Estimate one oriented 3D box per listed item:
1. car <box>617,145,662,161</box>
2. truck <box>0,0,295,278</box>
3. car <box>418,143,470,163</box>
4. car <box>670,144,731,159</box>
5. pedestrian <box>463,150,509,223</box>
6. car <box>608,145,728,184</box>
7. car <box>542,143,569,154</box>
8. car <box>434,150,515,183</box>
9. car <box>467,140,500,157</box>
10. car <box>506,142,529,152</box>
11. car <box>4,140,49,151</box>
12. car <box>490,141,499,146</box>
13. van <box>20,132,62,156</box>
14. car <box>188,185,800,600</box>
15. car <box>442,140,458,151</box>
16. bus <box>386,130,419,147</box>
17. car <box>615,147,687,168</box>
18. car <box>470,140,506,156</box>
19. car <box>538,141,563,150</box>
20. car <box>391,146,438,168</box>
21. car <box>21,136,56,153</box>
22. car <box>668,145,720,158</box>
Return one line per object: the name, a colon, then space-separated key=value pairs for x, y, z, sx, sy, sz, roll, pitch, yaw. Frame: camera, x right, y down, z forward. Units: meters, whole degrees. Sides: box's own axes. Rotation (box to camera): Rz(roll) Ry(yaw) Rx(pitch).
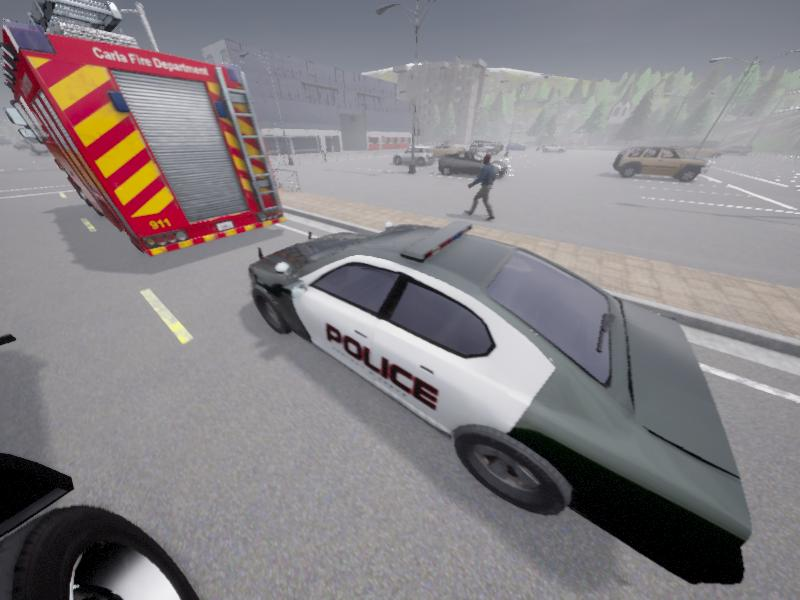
car: x=30.809 y=-19.010 z=29.842 sx=3.633 sy=1.501 sz=1.845 roll=23 pitch=41 yaw=28
truck: x=-7.153 y=-4.101 z=6.338 sx=8.468 sy=3.827 sz=2.891 roll=23 pitch=41 yaw=29
car: x=4.790 y=-16.382 z=25.601 sx=5.027 sy=1.636 sz=2.152 roll=23 pitch=41 yaw=28
car: x=43.976 y=-21.877 z=34.040 sx=5.027 sy=1.636 sz=2.152 roll=23 pitch=41 yaw=28
pedestrian: x=2.563 y=-3.434 z=7.025 sx=0.751 sy=1.860 sz=0.751 roll=22 pitch=41 yaw=27
car: x=17.018 y=-9.028 z=15.187 sx=4.605 sy=1.855 sz=1.932 roll=23 pitch=41 yaw=28
car: x=28.953 y=-28.282 z=43.080 sx=3.806 sy=1.475 sz=1.970 roll=23 pitch=41 yaw=28
car: x=4.838 y=-9.064 z=15.480 sx=4.514 sy=1.523 sz=2.007 roll=23 pitch=41 yaw=28
car: x=12.303 y=-22.384 z=34.041 sx=3.866 sy=1.878 sz=1.905 roll=23 pitch=41 yaw=28
car: x=24.697 y=-32.210 z=48.593 sx=3.633 sy=1.501 sz=1.845 roll=23 pitch=41 yaw=28
car: x=-67.492 y=-28.069 z=41.917 sx=1.837 sy=1.490 sz=4.892 roll=-14 pitch=34 yaw=-19
car: x=34.404 y=-56.889 z=83.788 sx=1.845 sy=1.501 sz=3.633 roll=23 pitch=41 yaw=29
van: x=-49.659 y=-21.630 z=31.921 sx=5.915 sy=2.561 sz=1.988 roll=23 pitch=41 yaw=29
car: x=0.042 y=-0.102 z=2.721 sx=4.974 sy=1.542 sz=2.038 roll=23 pitch=41 yaw=29
car: x=11.527 y=-35.498 z=52.995 sx=1.905 sy=1.878 sz=3.866 roll=23 pitch=41 yaw=29
bus: x=0.839 y=-53.064 z=75.764 sx=10.273 sy=4.253 sz=3.944 roll=22 pitch=41 yaw=28
car: x=24.907 y=-14.403 z=23.223 sx=4.514 sy=1.523 sz=2.007 roll=23 pitch=41 yaw=28
car: x=13.675 y=-23.857 z=36.176 sx=4.605 sy=1.855 sz=1.932 roll=23 pitch=41 yaw=28
car: x=38.008 y=-39.100 z=58.365 sx=4.605 sy=1.855 sz=1.932 roll=22 pitch=41 yaw=28
car: x=1.283 y=-13.228 z=21.236 sx=3.806 sy=1.475 sz=1.970 roll=23 pitch=41 yaw=28
car: x=-56.874 y=-24.503 z=36.364 sx=5.566 sy=2.045 sz=2.150 roll=24 pitch=41 yaw=29
car: x=45.775 y=-23.343 z=36.150 sx=4.514 sy=1.523 sz=2.007 roll=23 pitch=41 yaw=28
